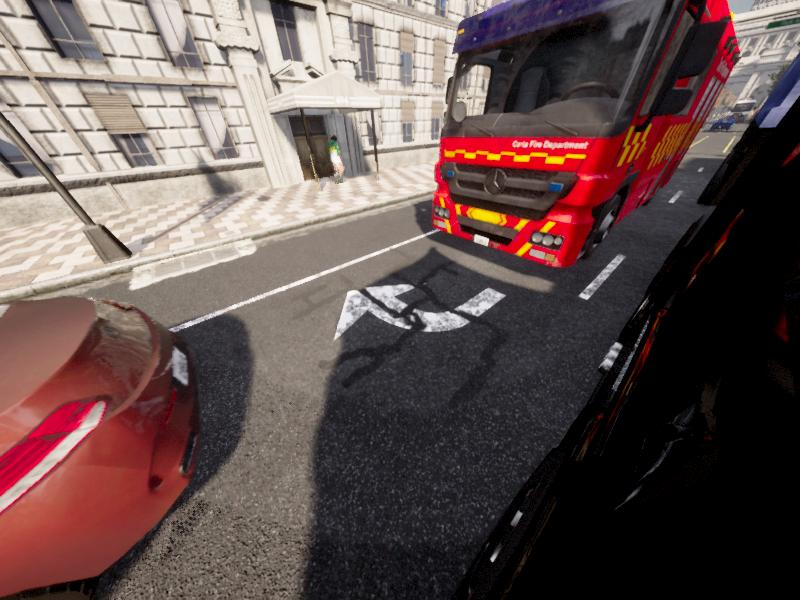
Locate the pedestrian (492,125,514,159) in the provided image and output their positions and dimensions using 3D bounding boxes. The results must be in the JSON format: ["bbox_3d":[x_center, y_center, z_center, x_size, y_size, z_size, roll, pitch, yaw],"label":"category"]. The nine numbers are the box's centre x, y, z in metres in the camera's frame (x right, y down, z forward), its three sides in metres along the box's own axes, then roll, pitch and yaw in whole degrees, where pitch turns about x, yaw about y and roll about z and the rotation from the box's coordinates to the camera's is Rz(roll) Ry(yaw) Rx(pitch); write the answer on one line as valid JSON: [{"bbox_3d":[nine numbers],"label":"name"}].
[{"bbox_3d":[6.920,-10.646,15.588,0.751,1.860,0.751,28,47,35],"label":"pedestrian"}]

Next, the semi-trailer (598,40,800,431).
[{"bbox_3d":[8.694,-3.609,4.230,14.254,4.402,2.717,-28,44,-30],"label":"semi-trailer"}]

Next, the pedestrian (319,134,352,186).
[{"bbox_3d":[-2.811,-6.212,10.271,0.751,1.860,0.751,21,43,28],"label":"pedestrian"}]

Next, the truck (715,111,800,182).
[{"bbox_3d":[16.457,-6.799,9.982,6.274,2.098,2.390,-27,43,-30],"label":"truck"}]

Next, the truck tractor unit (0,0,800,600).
[{"bbox_3d":[2.645,-0.295,0.351,6.516,4.208,3.053,-28,44,-30],"label":"truck tractor unit"}]

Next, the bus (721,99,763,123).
[{"bbox_3d":[83.896,-46.320,56.735,10.273,4.253,3.944,-28,44,-30],"label":"bus"}]

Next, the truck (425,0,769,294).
[{"bbox_3d":[4.674,-3.985,5.477,8.468,3.827,2.891,-28,44,-30],"label":"truck"}]

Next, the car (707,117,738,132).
[{"bbox_3d":[46.807,-25.470,33.467,5.008,1.535,1.882,-28,43,-29],"label":"car"}]

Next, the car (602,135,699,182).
[{"bbox_3d":[11.541,-6.633,10.640,4.181,1.385,1.994,-28,44,-30],"label":"car"}]

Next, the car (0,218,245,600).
[{"bbox_3d":[-3.770,1.426,0.618,5.027,1.651,2.152,-27,43,-29],"label":"car"}]
